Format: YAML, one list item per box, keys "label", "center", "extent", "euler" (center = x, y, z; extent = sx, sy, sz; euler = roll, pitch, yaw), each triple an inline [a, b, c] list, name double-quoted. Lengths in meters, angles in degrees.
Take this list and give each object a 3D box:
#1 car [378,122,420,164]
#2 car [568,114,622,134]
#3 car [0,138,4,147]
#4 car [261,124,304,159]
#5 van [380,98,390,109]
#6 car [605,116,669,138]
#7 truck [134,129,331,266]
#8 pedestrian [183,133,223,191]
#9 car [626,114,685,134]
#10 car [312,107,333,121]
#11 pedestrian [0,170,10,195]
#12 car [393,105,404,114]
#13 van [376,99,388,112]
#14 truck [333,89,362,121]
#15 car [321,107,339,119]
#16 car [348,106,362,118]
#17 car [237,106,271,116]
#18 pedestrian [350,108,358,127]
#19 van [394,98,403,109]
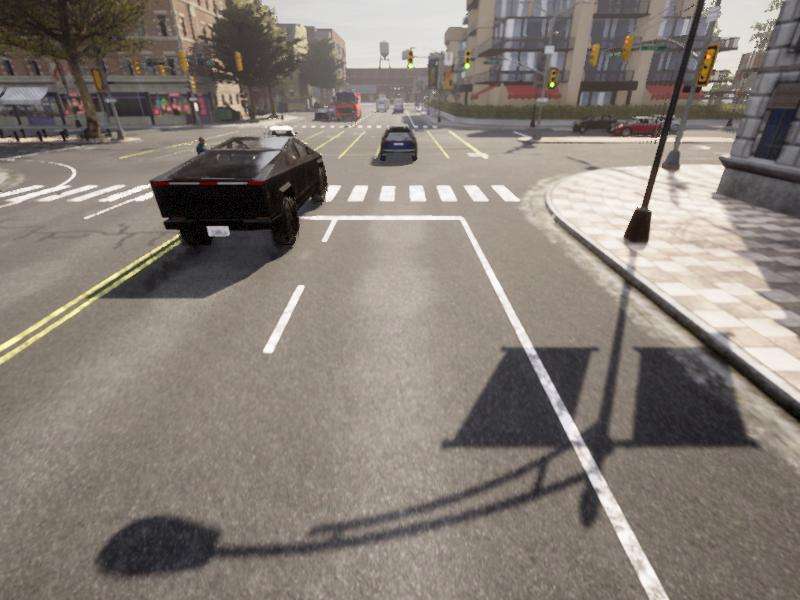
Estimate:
- label: "car"
  center: [-0.068, -8.731, 21.987]
  extent: [2.033, 1.649, 4.856]
  euler: [0, 27, 0]
- label: "car"
  center: [17.470, -15.886, 36.025]
  extent: [3.705, 1.549, 1.789]
  euler: [0, 27, 0]
- label: "car"
  center: [-29.221, -10.538, 25.982]
  extent: [4.718, 1.301, 1.895]
  euler: [0, 27, 0]
- label: "car"
  center: [-6.850, -9.217, 23.125]
  extent: [1.970, 1.475, 3.806]
  euler: [-9, 28, -16]
- label: "van"
  center: [-3.838, -51.124, 104.127]
  extent: [2.351, 2.431, 6.366]
  euler: [0, 27, 0]
- label: "car"
  center: [19.395, -14.260, 32.920]
  extent: [3.806, 1.475, 1.970]
  euler: [0, 27, 0]
- label: "truck"
  center: [-3.529, -3.051, 10.354]
  extent: [2.390, 2.098, 6.274]
  euler: [0, 27, 0]
- label: "pedestrian"
  center: [-6.953, -4.904, 14.205]
  extent: [0.751, 1.860, 0.751]
  euler: [-3, 27, -6]
- label: "car"
  center: [22.902, -15.851, 36.025]
  extent: [3.806, 1.475, 1.970]
  euler: [0, 27, 0]
- label: "car"
  center: [-10.680, -25.792, 55.415]
  extent: [1.930, 1.638, 5.238]
  euler: [-1, 27, -1]
- label: "pedestrian"
  center: [-14.110, -4.441, 13.321]
  extent: [0.751, 1.860, 0.751]
  euler: [0, 27, 0]
- label: "car"
  center: [-0.265, -36.312, 76.262]
  extent: [1.994, 1.385, 4.181]
  euler: [0, 27, 0]
- label: "van"
  center: [-3.773, -41.091, 84.480]
  extent: [2.351, 2.431, 6.366]
  euler: [0, 27, 0]
- label: "truck"
  center: [-7.189, -27.385, 56.125]
  extent: [2.891, 3.827, 8.468]
  euler: [0, 27, 0]
- label: "car"
  center: [-10.698, -28.768, 61.461]
  extent: [1.812, 1.442, 4.674]
  euler: [0, 27, 0]
- label: "car"
  center: [-7.209, -30.421, 64.537]
  extent: [1.801, 1.575, 5.366]
  euler: [0, 27, 0]
- label: "car"
  center: [-25.528, -33.157, 70.006]
  extent: [4.974, 1.542, 2.038]
  euler: [0, 27, 1]
- label: "pedestrian"
  center: [-4.945, -19.679, 43.132]
  extent: [0.751, 1.860, 0.751]
  euler: [0, 27, 1]
- label: "van"
  center: [-0.338, -51.167, 104.201]
  extent: [2.351, 2.431, 6.366]
  euler: [0, 27, 0]
